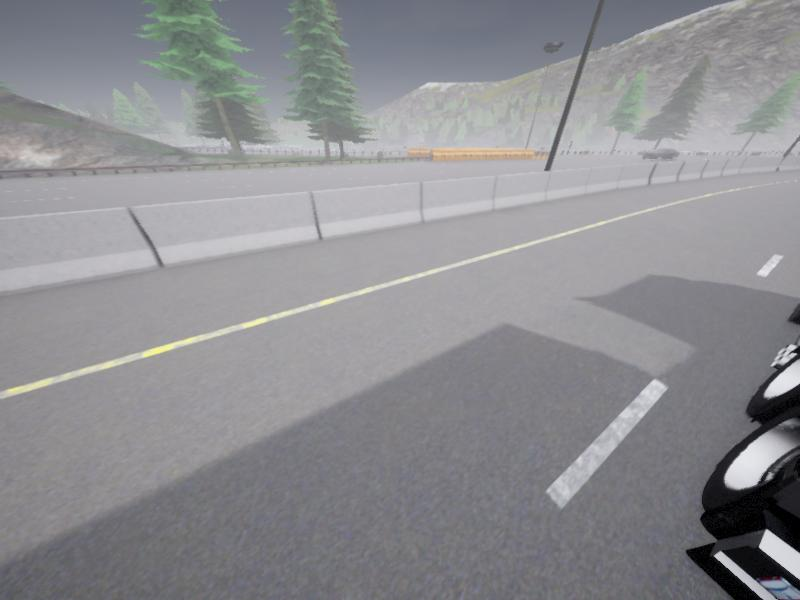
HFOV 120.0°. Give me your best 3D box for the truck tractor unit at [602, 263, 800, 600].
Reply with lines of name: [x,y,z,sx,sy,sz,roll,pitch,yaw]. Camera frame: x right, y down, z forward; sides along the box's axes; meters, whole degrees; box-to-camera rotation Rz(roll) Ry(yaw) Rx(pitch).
truck tractor unit: [5.115,-0.296,0.786,6.516,4.208,3.053,-18,39,-24]

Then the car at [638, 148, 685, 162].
car: [36.519,-20.359,32.280,5.008,1.535,1.882,-10,36,-15]
